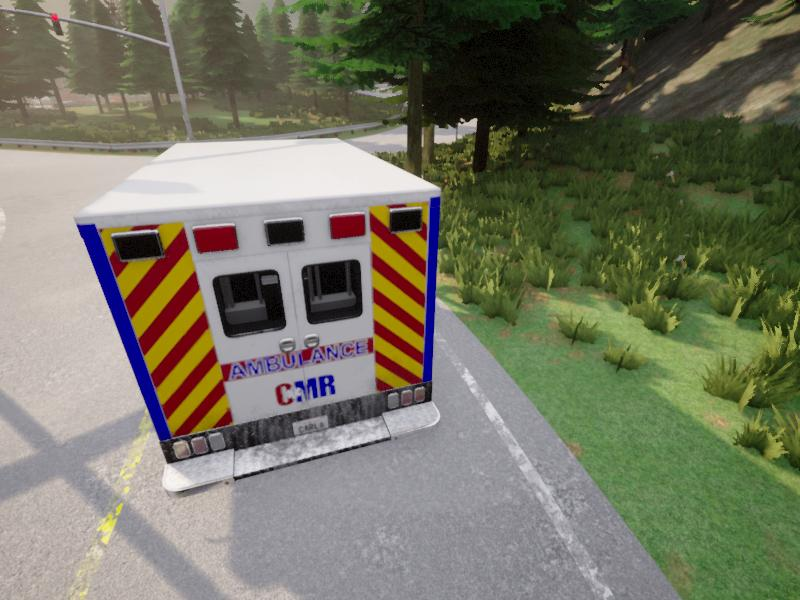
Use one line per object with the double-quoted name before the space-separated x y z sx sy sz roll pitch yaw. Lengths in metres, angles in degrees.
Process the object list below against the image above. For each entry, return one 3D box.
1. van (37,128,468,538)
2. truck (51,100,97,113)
"van" -1.694 -0.806 5.535 2.351 2.431 6.366 -9 28 -17
"truck" -62.377 -37.125 76.763 2.390 2.098 6.274 8 28 15
